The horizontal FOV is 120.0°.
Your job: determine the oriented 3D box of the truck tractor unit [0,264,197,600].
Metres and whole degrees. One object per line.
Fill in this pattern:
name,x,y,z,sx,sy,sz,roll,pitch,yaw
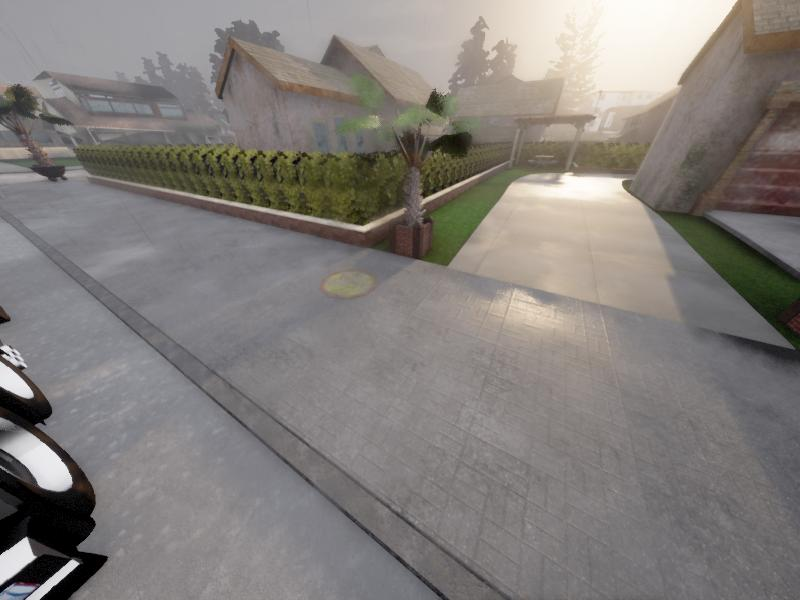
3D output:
truck tractor unit,-5.111,-0.301,0.780,6.516,4.208,3.053,18,39,24

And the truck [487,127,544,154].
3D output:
truck,21.215,-29.528,42.884,8.468,3.827,2.891,18,39,24
